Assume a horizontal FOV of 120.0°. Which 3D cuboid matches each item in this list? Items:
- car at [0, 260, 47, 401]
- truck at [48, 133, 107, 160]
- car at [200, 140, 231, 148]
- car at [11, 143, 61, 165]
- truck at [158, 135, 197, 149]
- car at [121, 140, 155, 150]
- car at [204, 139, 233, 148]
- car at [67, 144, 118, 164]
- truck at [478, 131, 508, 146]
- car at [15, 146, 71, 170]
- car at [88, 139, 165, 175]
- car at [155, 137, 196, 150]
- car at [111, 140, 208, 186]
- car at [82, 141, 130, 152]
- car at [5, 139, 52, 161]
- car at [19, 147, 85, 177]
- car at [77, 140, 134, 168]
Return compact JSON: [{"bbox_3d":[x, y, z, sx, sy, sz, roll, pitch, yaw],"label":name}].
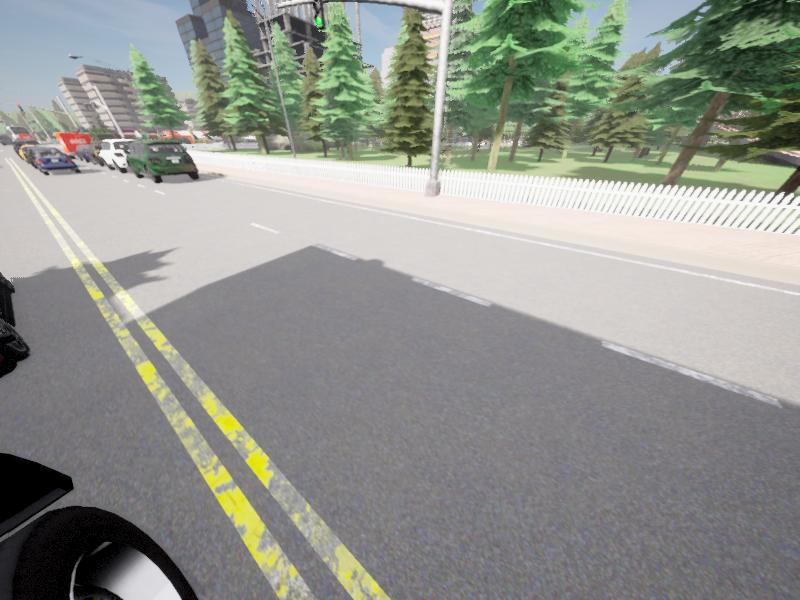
[{"bbox_3d":[-6.098,0.135,2.388,3.806,1.475,1.970,22,40,27],"label":"car"},{"bbox_3d":[-37.209,-17.776,26.684,5.204,2.467,2.627,22,41,28],"label":"truck"},{"bbox_3d":[-42.820,-36.281,53.710,2.038,1.542,4.974,21,40,27],"label":"car"},{"bbox_3d":[-35.502,-14.268,22.492,5.366,1.575,1.801,22,41,28],"label":"car"},{"bbox_3d":[-48.976,-34.961,50.980,2.627,2.467,5.204,21,40,26],"label":"truck"},{"bbox_3d":[-52.770,-31.381,46.610,1.851,1.617,3.988,23,41,28],"label":"car"},{"bbox_3d":[-44.522,-38.514,56.763,2.033,1.649,4.856,21,40,27],"label":"car"},{"bbox_3d":[-31.972,-15.256,24.010,4.792,1.488,2.163,22,41,28],"label":"car"},{"bbox_3d":[30.210,-52.585,75.346,8.468,3.827,2.891,-9,36,-13],"label":"truck"},{"bbox_3d":[-29.766,-11.908,19.283,4.193,1.474,1.816,22,41,28],"label":"car"},{"bbox_3d":[-20.649,-10.917,17.455,5.566,2.045,2.150,22,41,28],"label":"car"},{"bbox_3d":[-46.912,-32.921,48.461,2.150,2.045,5.566,21,40,27],"label":"car"},{"bbox_3d":[-14.646,-8.497,14.071,5.566,2.045,2.150,22,40,27],"label":"car"},{"bbox_3d":[-50.164,-26.288,39.517,2.163,1.488,4.792,26,42,31],"label":"car"},{"bbox_3d":[-41.288,-16.726,25.675,4.605,1.855,1.932,22,41,28],"label":"car"},{"bbox_3d":[-24.573,-9.846,16.331,3.705,1.549,1.789,22,41,28],"label":"car"},{"bbox_3d":[-26.606,-13.253,20.867,4.605,1.855,1.932,22,41,28],"label":"car"}]
